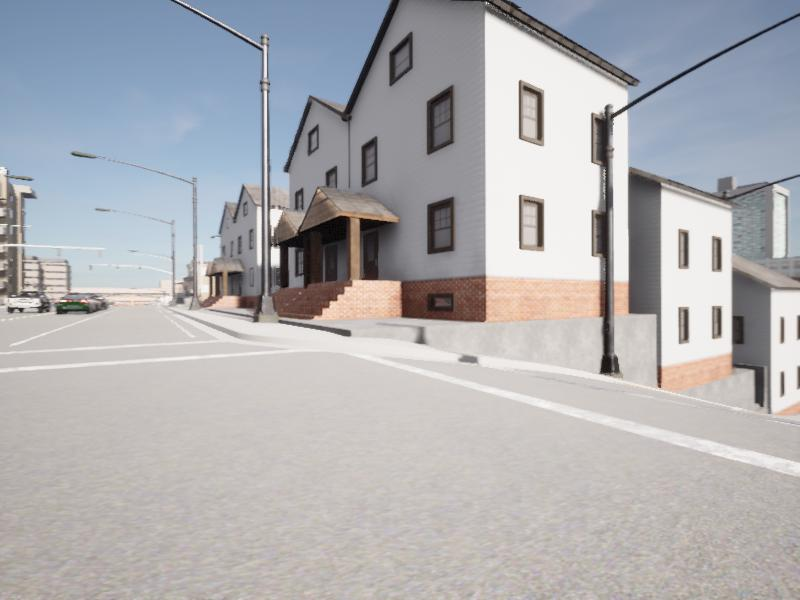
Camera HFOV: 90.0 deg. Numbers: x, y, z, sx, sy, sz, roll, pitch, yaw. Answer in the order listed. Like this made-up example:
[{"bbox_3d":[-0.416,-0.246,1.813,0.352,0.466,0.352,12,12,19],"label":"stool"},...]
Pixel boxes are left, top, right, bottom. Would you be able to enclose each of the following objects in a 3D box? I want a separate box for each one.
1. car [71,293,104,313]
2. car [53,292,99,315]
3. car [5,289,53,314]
[{"bbox_3d":[-27.114,0.213,34.818,1.851,1.617,3.988,0,0,-32],"label":"car"},{"bbox_3d":[-23.626,0.250,29.334,2.038,1.542,4.974,0,0,-32],"label":"car"},{"bbox_3d":[-29.295,0.094,31.734,1.932,1.855,4.605,0,0,-32],"label":"car"}]
